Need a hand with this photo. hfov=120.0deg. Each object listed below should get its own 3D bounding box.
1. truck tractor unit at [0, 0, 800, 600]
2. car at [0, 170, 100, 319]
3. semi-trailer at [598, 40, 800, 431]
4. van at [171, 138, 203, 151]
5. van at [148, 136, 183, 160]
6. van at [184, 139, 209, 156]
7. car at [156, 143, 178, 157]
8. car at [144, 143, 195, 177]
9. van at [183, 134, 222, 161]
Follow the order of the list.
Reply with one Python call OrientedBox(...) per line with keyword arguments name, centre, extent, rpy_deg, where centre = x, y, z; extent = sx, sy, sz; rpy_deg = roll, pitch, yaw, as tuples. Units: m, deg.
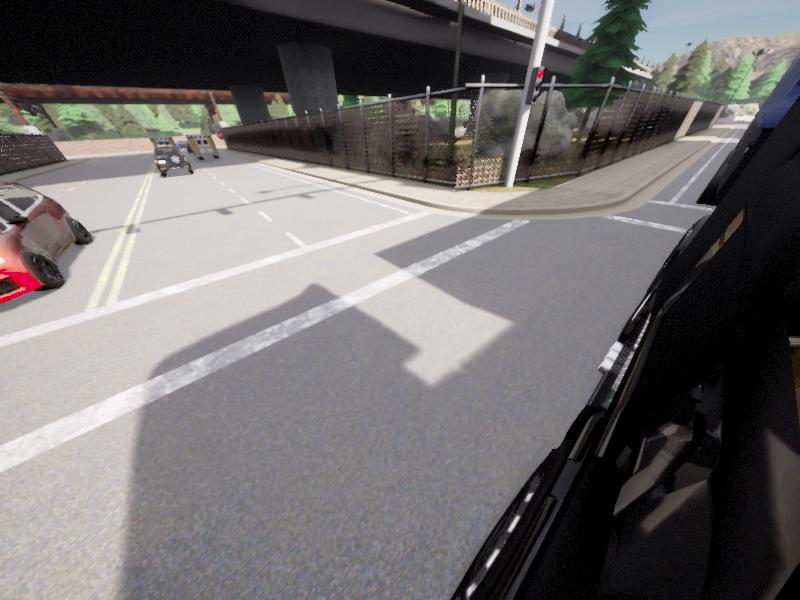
OrientedBox(name="truck tractor unit", centre=(2.645, -0.295, 0.352), extent=(6.516, 4.208, 3.053), rpy_deg=(-28, 44, -30))
OrientedBox(name="car", centre=(-8.348, -1.164, 4.399), extent=(2.242, 1.667, 4.611), rpy_deg=(-28, 44, -30))
OrientedBox(name="semi-trailer", centre=(8.690, -3.619, 4.223), extent=(14.254, 4.402, 2.717), rpy_deg=(-28, 44, -30))
OrientedBox(name="van", centre=(-45.708, -33.448, 49.683), extent=(1.775, 1.987, 4.442), rpy_deg=(22, 43, 29))
OrientedBox(name="van", centre=(-32.150, -20.933, 31.718), extent=(2.351, 2.431, 6.366), rpy_deg=(-28, 44, -30))
OrientedBox(name="van", centre=(-30.629, -22.978, 34.725), extent=(1.775, 1.987, 4.442), rpy_deg=(-28, 44, -30))
OrientedBox(name="car", centre=(-36.984, -23.910, 36.691), extent=(1.851, 1.617, 3.988), rpy_deg=(-28, 44, -30))
OrientedBox(name="car", centre=(-17.662, -10.850, 17.772), extent=(1.932, 1.855, 4.605), rpy_deg=(-28, 43, -30))
OrientedBox(name="van", centre=(-24.707, -19.118, 28.818), extent=(2.351, 2.431, 6.366), rpy_deg=(-28, 44, -30))
